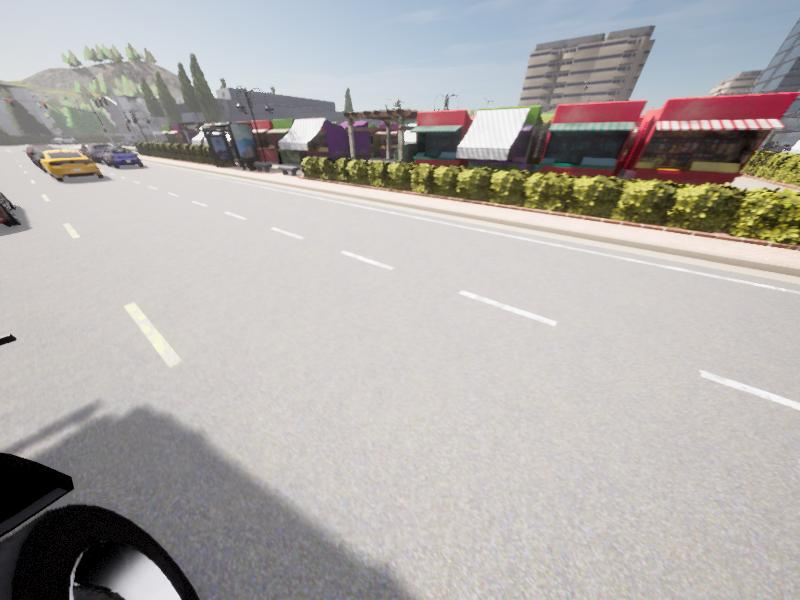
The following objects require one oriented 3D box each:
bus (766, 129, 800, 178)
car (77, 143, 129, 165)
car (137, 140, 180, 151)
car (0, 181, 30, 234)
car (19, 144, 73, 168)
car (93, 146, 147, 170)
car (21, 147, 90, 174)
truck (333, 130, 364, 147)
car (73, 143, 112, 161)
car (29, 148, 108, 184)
[{"bbox_3d":[29.665,-9.561,13.924,3.944,4.253,10.273,22,41,28],"label":"bus"},{"bbox_3d":[-29.178,-14.418,22.696,4.856,1.649,2.033,22,41,28],"label":"car"},{"bbox_3d":[-44.723,-28.774,42.926,2.152,1.651,5.027,25,42,30],"label":"car"},{"bbox_3d":[-13.424,-2.982,6.742,4.792,1.488,2.163,22,41,28],"label":"car"},{"bbox_3d":[-31.840,-13.004,20.747,5.008,1.535,1.882,22,41,28],"label":"car"},{"bbox_3d":[-23.833,-12.169,19.685,4.193,1.474,1.816,22,41,28],"label":"car"},{"bbox_3d":[-26.240,-10.698,17.574,4.792,1.488,2.163,22,41,28],"label":"car"},{"bbox_3d":[-14.472,-46.219,65.997,2.891,3.827,8.468,23,41,29],"label":"truck"},{"bbox_3d":[-34.046,-16.440,25.607,3.633,1.501,1.845,24,42,30],"label":"car"},{"bbox_3d":[-20.725,-8.487,14.436,5.008,1.535,1.882,22,41,27],"label":"car"}]
